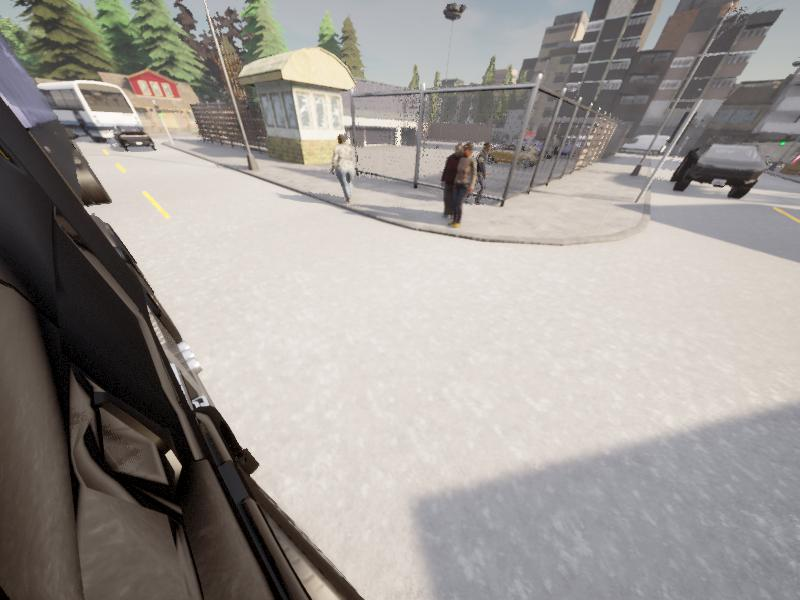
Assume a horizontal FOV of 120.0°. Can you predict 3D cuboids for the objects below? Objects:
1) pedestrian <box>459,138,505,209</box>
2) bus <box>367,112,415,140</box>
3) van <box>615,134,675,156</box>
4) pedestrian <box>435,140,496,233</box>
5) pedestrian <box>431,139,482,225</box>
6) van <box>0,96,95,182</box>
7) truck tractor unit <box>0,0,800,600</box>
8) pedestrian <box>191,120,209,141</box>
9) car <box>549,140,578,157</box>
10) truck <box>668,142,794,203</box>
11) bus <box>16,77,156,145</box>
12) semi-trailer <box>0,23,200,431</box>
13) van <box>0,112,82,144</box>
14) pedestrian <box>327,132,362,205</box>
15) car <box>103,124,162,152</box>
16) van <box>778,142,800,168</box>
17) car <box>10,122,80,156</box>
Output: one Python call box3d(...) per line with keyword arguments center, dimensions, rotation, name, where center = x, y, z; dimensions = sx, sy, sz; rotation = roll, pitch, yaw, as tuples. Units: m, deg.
box3d(center=(2.585, -4.028, 7.412), dimensions=(0.751, 1.860, 0.751), rotation=(24, 42, 26), name="pedestrian")
box3d(center=(-1.764, -36.856, 49.166), dimensions=(3.944, 4.253, 10.273), rotation=(30, 45, 31), name="bus")
box3d(center=(39.465, -25.203, 37.539), dimensions=(1.988, 2.561, 5.915), rotation=(-18, 41, -27), name="van")
box3d(center=(1.498, -2.714, 5.594), dimensions=(0.751, 1.860, 0.751), rotation=(-16, 41, -24), name="pedestrian")
box3d(center=(1.438, -3.083, 6.082), dimensions=(0.751, 1.860, 0.751), rotation=(23, 42, 25), name="pedestrian")
box3d(center=(-15.996, -7.197, 10.162), dimensions=(5.915, 2.561, 1.988), rotation=(30, 45, 31), name="van")
box3d(center=(-2.645, -0.295, 0.352), dimensions=(6.516, 4.208, 3.053), rotation=(28, 44, 30), name="truck tractor unit")
box3d(center=(-21.838, -18.502, 25.230), dimensions=(0.751, 1.860, 0.751), rotation=(-14, 40, -21), name="pedestrian")
box3d(center=(19.710, -18.309, 27.854), dimensions=(1.789, 1.547, 3.705), rotation=(30, 44, 31), name="car")
box3d(center=(16.719, -7.018, 12.270), dimensions=(2.390, 2.098, 6.274), rotation=(30, 45, 31), name="truck")
box3d(center=(-29.367, -17.611, 21.820), dimensions=(10.273, 4.253, 3.944), rotation=(19, 40, 20), name="bus")
box3d(center=(-8.607, -3.660, 4.322), dimensions=(14.254, 4.402, 2.717), rotation=(29, 44, 31), name="semi-trailer")
box3d(center=(-30.539, -14.366, 19.308), dimensions=(4.442, 1.987, 1.775), rotation=(3, 36, 0), name="van")
box3d(center=(-1.693, -4.054, 7.189), dimensions=(0.751, 1.860, 0.751), rotation=(-11, 39, -17), name="pedestrian")
box3d(center=(-21.049, -12.771, 18.153), dimensions=(4.902, 1.511, 2.128), rotation=(30, 45, 31), name="car")
box3d(center=(50.456, -16.550, 26.753), dimensions=(6.366, 2.431, 2.351), rotation=(28, 44, 30), name="van")
box3d(center=(-22.713, -10.435, 14.897), dimensions=(3.705, 1.549, 1.789), rotation=(29, 44, 30), name="car")
